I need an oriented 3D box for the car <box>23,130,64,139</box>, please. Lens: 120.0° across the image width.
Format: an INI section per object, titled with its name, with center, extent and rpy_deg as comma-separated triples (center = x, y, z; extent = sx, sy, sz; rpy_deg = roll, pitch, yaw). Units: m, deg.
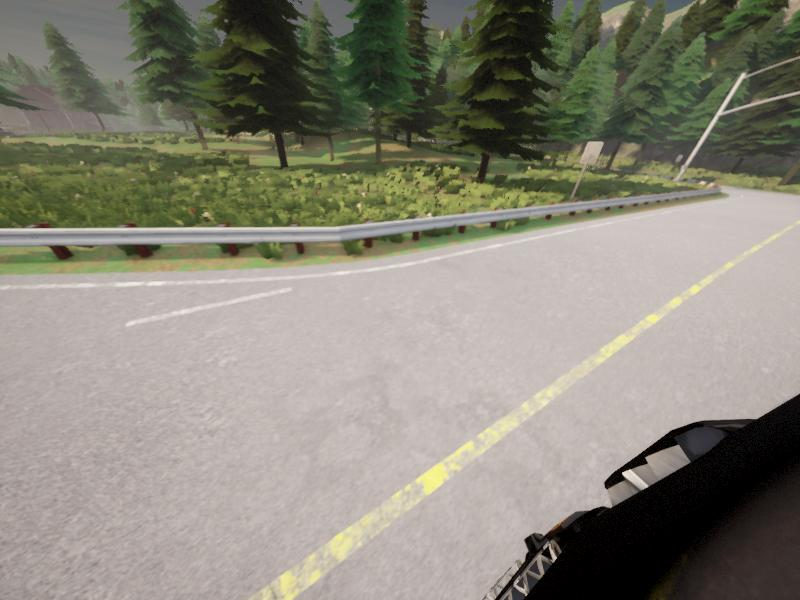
[car]
center = -87.265, -40.506, 56.618
extent = 5.008, 1.535, 1.882
rpy_deg = -16, 38, -26
